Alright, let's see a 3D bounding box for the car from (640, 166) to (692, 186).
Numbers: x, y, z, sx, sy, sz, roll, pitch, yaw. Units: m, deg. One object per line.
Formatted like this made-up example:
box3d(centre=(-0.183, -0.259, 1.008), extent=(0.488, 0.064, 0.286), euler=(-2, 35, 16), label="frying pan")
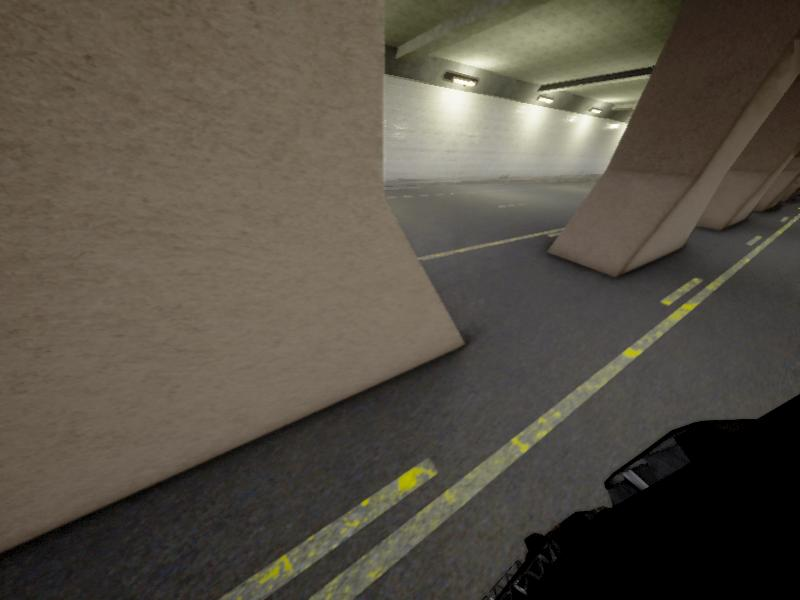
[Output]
box3d(centre=(26.407, -12.325, 22.933), extent=(4.892, 1.490, 1.837), euler=(-16, 38, -26), label="car")
